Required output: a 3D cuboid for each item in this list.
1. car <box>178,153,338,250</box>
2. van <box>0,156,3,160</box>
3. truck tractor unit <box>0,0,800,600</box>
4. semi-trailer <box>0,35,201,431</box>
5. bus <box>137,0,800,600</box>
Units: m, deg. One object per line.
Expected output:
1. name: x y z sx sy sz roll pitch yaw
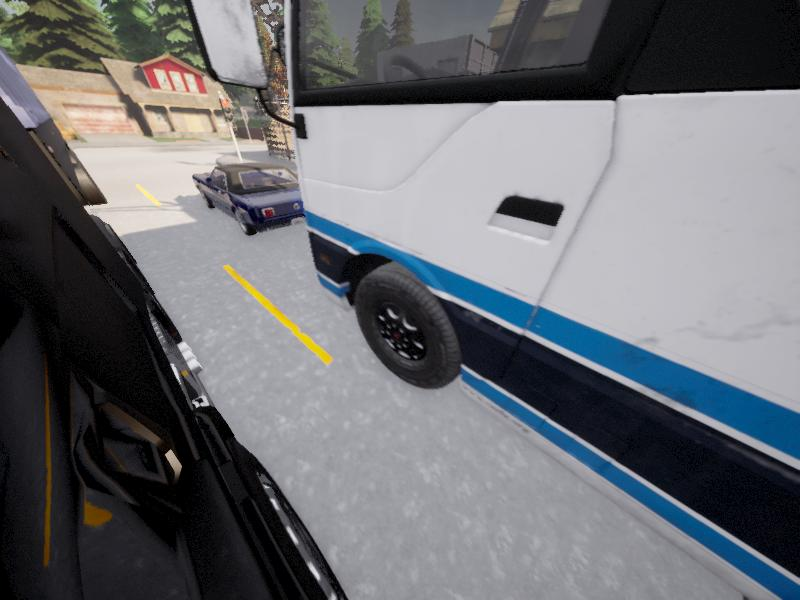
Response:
1. car: -3.967 -2.981 6.295 4.718 1.301 1.895 30 45 32
2. van: -23.184 -7.129 9.628 5.915 2.561 1.988 -24 44 -31
3. truck tractor unit: -2.645 -0.295 0.351 6.516 4.208 3.053 28 44 30
4. semi-trailer: -8.661 -3.628 4.268 14.254 4.402 2.717 29 44 30
5. bus: 3.526 0.010 0.292 10.273 4.253 3.944 30 45 31
